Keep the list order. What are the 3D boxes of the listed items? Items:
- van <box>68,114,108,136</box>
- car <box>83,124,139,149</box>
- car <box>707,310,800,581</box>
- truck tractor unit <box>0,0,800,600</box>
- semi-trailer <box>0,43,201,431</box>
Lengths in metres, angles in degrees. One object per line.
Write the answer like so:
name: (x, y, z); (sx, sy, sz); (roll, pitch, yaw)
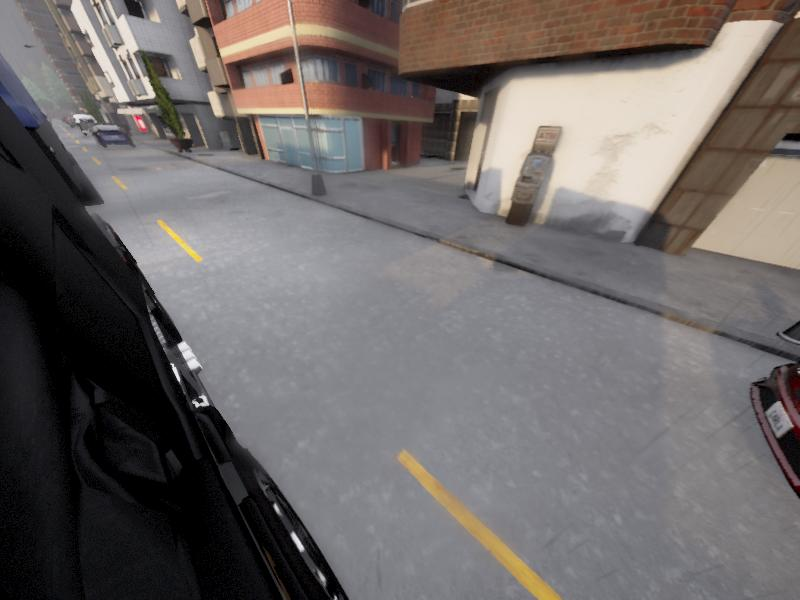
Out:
van: (-39.268, -21.995, 29.076); (4.480, 2.038, 2.069); (28, 44, 30)
car: (-24.583, -13.959, 19.649); (4.792, 1.488, 2.163); (28, 44, 30)
car: (4.585, 1.549, 0.606); (4.193, 1.474, 1.816); (28, 44, 30)
truck tractor unit: (-2.645, -0.295, 0.351); (6.516, 4.208, 3.053); (28, 44, 30)
semi-trailer: (-8.698, -3.596, 4.242); (14.254, 4.402, 2.717); (28, 44, 30)
